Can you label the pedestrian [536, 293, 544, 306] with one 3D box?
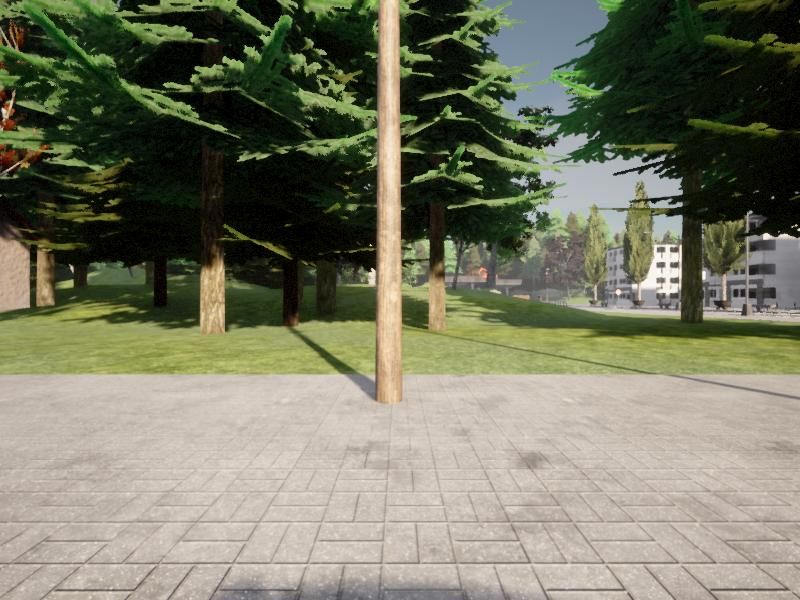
[{"bbox_3d":[18.988,-0.067,54.217,0.751,1.860,0.751,0,0,-36],"label":"pedestrian"}]
